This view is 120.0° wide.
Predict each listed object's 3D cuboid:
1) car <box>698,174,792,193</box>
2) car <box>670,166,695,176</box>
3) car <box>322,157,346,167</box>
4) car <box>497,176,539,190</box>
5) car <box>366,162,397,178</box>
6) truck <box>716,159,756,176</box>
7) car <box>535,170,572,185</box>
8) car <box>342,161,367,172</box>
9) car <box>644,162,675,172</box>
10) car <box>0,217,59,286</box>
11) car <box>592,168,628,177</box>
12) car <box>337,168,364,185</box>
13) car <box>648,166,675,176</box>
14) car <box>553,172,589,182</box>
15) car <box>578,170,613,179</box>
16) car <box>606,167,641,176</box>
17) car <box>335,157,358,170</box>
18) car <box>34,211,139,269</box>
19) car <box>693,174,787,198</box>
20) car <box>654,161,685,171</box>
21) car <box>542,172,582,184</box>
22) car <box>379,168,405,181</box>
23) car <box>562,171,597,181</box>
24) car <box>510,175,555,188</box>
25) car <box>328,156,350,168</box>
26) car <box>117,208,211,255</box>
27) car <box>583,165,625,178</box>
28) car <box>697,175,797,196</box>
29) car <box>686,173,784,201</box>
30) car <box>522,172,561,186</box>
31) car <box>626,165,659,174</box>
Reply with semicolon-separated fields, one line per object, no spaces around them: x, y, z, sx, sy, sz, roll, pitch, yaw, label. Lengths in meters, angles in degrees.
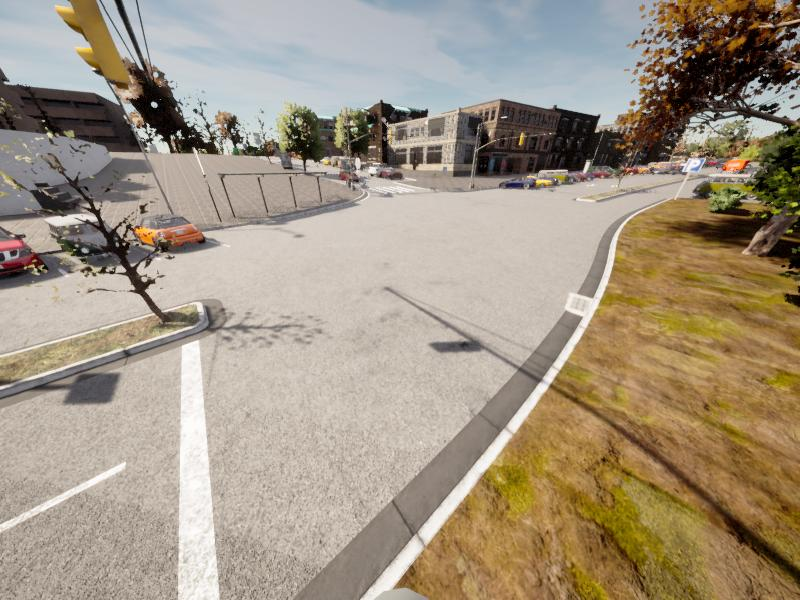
37.900;-13.039;25.682;5.366;1.575;1.946;21;38;31;car
54.817;-25.016;44.858;4.193;1.474;1.816;-18;34;-25;car
-14.577;-30.665;51.280;1.946;1.575;5.366;21;37;23;car
16.543;-16.502;32.563;4.792;1.488;2.163;18;36;31;car
-3.124;-22.424;39.795;2.435;2.045;5.566;21;37;23;car
61.491;-24.216;42.249;5.204;2.467;2.627;-17;34;-24;truck
24.186;-19.390;36.497;4.442;1.987;1.878;19;36;31;car
-8.914;-26.385;45.522;2.231;1.521;4.892;21;37;23;car
62.903;-32.281;56.119;4.442;1.987;1.878;22;38;35;car
-18.453;-2.226;10.271;5.566;2.045;2.435;15;34;27;car
41.921;-25.455;46.197;5.008;1.535;2.097;20;37;33;car
-6.988;-17.351;32.307;1.851;1.617;3.988;-23;42;-34;car
53.372;-26.316;47.146;4.902;1.511;2.128;-18;34;-25;car
29.144;-21.005;39.471;4.674;1.452;2.002;19;37;32;car
36.781;-23.674;43.552;4.674;1.452;2.002;20;37;33;car
47.102;-27.159;48.787;5.008;1.535;2.097;21;38;34;car
-10.866;-27.919;47.185;1.878;1.987;4.442;21;37;23;car
-16.054;-3.211;11.856;4.442;1.987;1.878;15;34;27;car
33.092;-11.306;22.797;4.553;1.767;2.185;20;37;31;car
68.170;-33.897;58.556;4.442;1.987;1.878;22;38;35;car
26.611;-20.140;38.075;4.892;1.521;2.231;19;36;32;car
-1.231;-20.775;38.067;2.002;1.452;4.674;21;37;23;car
31.680;-21.906;40.851;4.674;1.452;2.002;19;36;32;car
19.246;-17.332;33.735;5.366;1.575;1.946;18;36;31;car
-12.791;-29.317;49.059;1.878;1.987;4.442;21;37;23;car
-13.789;-4.164;13.541;4.553;1.767;2.185;15;35;27;car
39.365;-24.796;44.732;5.566;2.045;2.435;20;37;33;car
35.730;-12.037;24.127;5.366;1.575;1.946;21;37;31;car
30.571;-10.506;21.390;4.442;1.987;1.878;20;38;31;car
21.562;-18.424;35.211;4.553;1.767;2.185;19;36;31;car
54.944;-29.664;52.587;4.892;1.521;2.231;22;38;35;car
